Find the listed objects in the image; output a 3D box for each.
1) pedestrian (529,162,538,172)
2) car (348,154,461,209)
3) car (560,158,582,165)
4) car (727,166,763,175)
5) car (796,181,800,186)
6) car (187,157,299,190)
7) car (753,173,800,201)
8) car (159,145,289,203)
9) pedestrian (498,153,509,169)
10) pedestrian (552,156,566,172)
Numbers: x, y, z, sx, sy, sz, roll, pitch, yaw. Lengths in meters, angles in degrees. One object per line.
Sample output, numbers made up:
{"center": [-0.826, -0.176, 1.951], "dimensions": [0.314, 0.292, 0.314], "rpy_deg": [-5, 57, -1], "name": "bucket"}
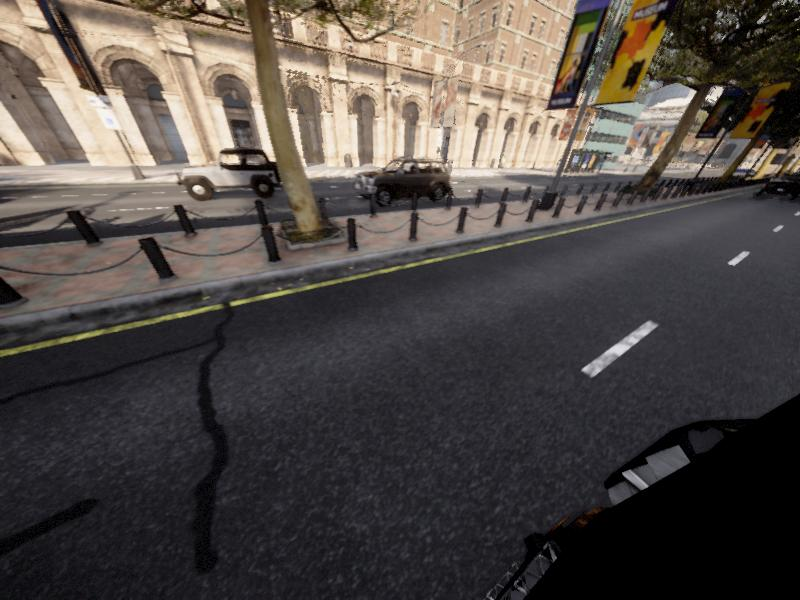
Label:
{"center": [17.279, -17.256, 29.971], "dimensions": [0.500, 1.100, 0.500], "rpy_deg": [-8, 35, -15], "name": "pedestrian"}
{"center": [0.230, -5.523, 10.619], "dimensions": [4.605, 1.855, 1.932], "rpy_deg": [-16, 38, -26], "name": "car"}
{"center": [43.328, -35.008, 58.419], "dimensions": [4.902, 1.511, 2.128], "rpy_deg": [-16, 38, -26], "name": "car"}
{"center": [91.707, -34.468, 61.516], "dimensions": [2.152, 1.651, 5.027], "rpy_deg": [-16, 38, -26], "name": "car"}
{"center": [57.485, -16.626, 31.997], "dimensions": [3.806, 1.475, 1.970], "rpy_deg": [-16, 38, -26], "name": "car"}
{"center": [-8.455, -7.108, 12.895], "dimensions": [4.718, 1.301, 1.895], "rpy_deg": [-16, 38, -26], "name": "car"}
{"center": [31.626, -9.315, 18.857], "dimensions": [5.238, 1.638, 1.930], "rpy_deg": [-16, 38, -26], "name": "car"}
{"center": [-7.336, -5.596, 10.163], "dimensions": [3.866, 1.878, 1.905], "rpy_deg": [-16, 38, -26], "name": "car"}
{"center": [14.946, -20.039, 33.314], "dimensions": [0.751, 1.860, 0.751], "rpy_deg": [-13, 37, -23], "name": "pedestrian"}
{"center": [22.121, -18.936, 32.174], "dimensions": [0.751, 1.860, 0.751], "rpy_deg": [-16, 38, -26], "name": "pedestrian"}
